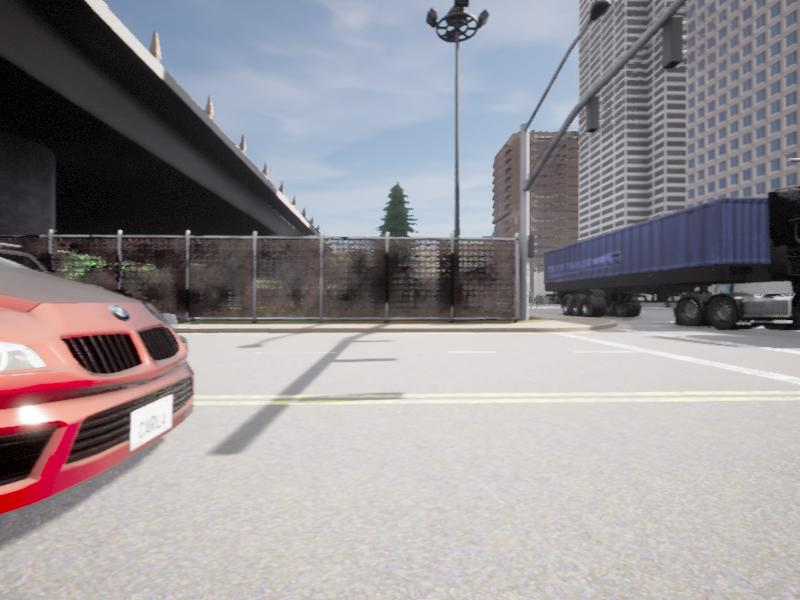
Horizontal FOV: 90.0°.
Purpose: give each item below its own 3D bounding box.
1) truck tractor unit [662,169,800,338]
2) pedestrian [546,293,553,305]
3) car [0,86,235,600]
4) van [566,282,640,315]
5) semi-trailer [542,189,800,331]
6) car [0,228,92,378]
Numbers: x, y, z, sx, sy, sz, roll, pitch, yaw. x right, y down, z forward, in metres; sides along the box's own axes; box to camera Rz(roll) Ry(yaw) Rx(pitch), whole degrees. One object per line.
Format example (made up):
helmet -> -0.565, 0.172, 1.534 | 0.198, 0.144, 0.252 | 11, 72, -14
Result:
truck tractor unit -> 11.383, -1.151, 11.682 | 3.053, 4.208, 6.516 | 0, 0, -2
pedestrian -> 24.359, -0.171, 65.130 | 0.751, 1.860, 0.751 | 0, 0, -1
car -> -3.624, 0.150, 2.089 | 4.611, 1.667, 2.242 | 0, 0, -2
van -> 13.494, -0.078, 26.987 | 2.069, 2.038, 4.480 | 0, 0, -12
semi-trailer -> 11.096, -1.266, 19.589 | 2.717, 4.402, 14.254 | 0, 0, -2
car -> -7.295, 0.038, 5.473 | 4.605, 1.855, 1.932 | 0, 0, -2
